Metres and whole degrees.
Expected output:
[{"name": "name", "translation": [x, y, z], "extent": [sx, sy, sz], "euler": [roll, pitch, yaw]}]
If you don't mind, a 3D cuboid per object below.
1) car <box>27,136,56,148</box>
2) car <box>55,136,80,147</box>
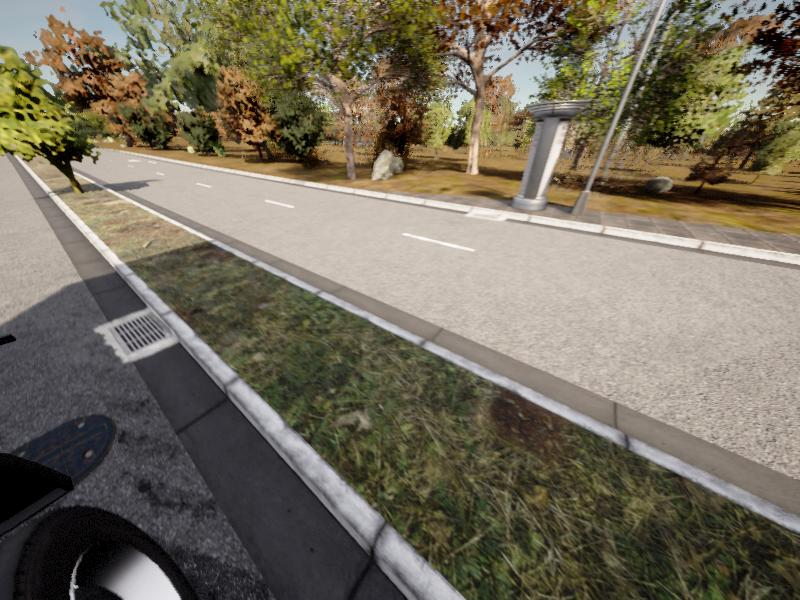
[{"name": "car", "translation": [-60.098, -26.493, 38.701], "extent": [3.988, 1.617, 1.851], "euler": [22, 41, 28]}, {"name": "car", "translation": [-59.491, -28.378, 41.336], "extent": [3.705, 1.549, 1.789], "euler": [23, 41, 28]}]
